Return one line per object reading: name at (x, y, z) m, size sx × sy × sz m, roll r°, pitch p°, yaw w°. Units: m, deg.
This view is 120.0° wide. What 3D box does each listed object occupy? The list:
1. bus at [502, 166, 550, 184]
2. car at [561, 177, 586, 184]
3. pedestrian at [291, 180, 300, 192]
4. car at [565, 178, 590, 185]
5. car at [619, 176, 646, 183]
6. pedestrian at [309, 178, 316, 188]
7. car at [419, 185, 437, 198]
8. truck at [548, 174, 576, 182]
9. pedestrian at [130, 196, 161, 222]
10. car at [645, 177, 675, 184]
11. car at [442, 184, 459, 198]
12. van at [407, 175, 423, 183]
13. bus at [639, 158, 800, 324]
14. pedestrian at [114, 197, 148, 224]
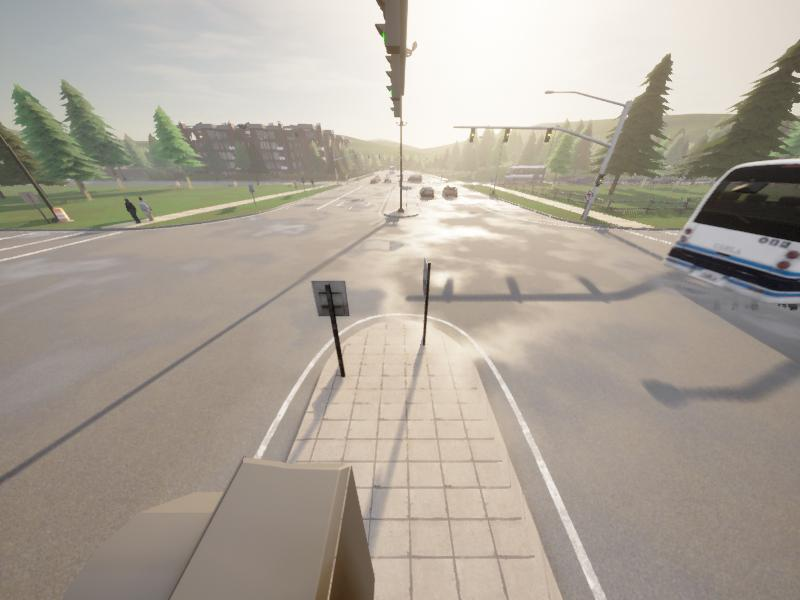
bus at (34.340, -34.393, 63.423) m, size 10.273 × 4.253 × 3.944 m, roll 0°, pitch 30°, yaw 0°
car at (48.145, -33.325, 64.186) m, size 5.238 × 1.638 × 1.930 m, roll 0°, pitch 30°, yaw 0°
pedestrian at (-18.635, -20.372, 41.178) m, size 0.751 × 1.860 × 0.751 m, roll 2°, pitch 30°, yaw 4°
car at (46.976, -31.494, 61.201) m, size 4.514 × 1.525 × 2.007 m, roll 0°, pitch 30°, yaw 0°
car at (67.572, -35.079, 67.224) m, size 5.238 × 1.638 × 1.930 m, roll 0°, pitch 30°, yaw 0°
pedestrian at (-17.964, -24.012, 47.483) m, size 0.751 × 1.860 × 0.751 m, roll 1°, pitch 30°, yaw 2°
car at (4.239, -16.966, 36.011) m, size 2.163 × 1.488 × 4.792 m, roll 0°, pitch 30°, yaw 0°
truck at (49.185, -37.026, 70.133) m, size 6.274 × 2.098 × 2.390 m, roll 0°, pitch 30°, yaw 0°
pedestrian at (-20.318, -7.259, 18.466) m, size 0.751 × 1.860 × 0.751 m, roll 0°, pitch 30°, yaw -1°
car at (68.778, -31.582, 61.161) m, size 4.856 × 1.649 × 2.033 m, roll 0°, pitch 30°, yaw 0°
car at (7.739, -16.911, 35.790) m, size 1.851 × 1.617 × 3.988 m, roll 0°, pitch 30°, yaw 0°
van at (4.338, -35.217, 67.115) m, size 4.442 × 1.987 × 1.775 m, roll 0°, pitch 30°, yaw 0°
bus at (15.769, -2.111, 7.511) m, size 10.273 × 4.253 × 3.944 m, roll 0°, pitch 30°, yaw 0°
pedestrian at (-20.618, -6.856, 17.768) m, size 0.751 × 1.860 × 0.751 m, roll -2°, pitch 30°, yaw -3°
